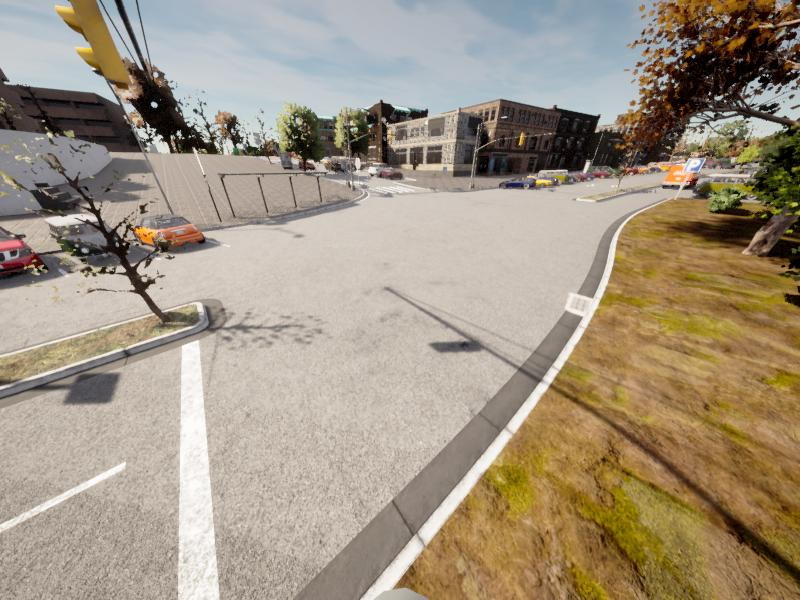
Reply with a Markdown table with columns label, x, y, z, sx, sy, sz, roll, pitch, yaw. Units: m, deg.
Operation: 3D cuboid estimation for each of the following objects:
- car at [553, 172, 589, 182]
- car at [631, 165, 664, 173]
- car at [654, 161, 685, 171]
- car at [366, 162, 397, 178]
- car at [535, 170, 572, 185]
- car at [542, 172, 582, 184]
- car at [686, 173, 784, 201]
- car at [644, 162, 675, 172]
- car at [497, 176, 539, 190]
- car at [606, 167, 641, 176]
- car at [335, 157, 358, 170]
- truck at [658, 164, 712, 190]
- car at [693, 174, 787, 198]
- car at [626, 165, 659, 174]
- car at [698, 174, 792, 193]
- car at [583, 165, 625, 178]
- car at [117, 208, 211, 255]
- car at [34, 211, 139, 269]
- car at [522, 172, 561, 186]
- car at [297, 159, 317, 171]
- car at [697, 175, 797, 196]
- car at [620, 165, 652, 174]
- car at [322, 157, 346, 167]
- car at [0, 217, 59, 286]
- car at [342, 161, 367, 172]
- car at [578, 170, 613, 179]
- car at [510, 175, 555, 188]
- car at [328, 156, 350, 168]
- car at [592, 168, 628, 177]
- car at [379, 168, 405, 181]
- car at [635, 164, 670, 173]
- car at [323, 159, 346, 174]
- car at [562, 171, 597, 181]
| label | x | y | z | sx | sy | sz | roll | pitch | yaw |
| --- | --- | --- | --- | --- | --- | --- | --- | --- | --- |
| car | 29.144 | -21.005 | 39.471 | 4.674 | 1.452 | 2.002 | 19 | 37 | 32 |
| car | 57.558 | -30.497 | 53.847 | 5.008 | 1.535 | 2.097 | 22 | 37 | 35 |
| car | 68.170 | -33.897 | 58.556 | 4.442 | 1.987 | 1.878 | 22 | 38 | 35 |
| car | -3.124 | -22.424 | 39.795 | 2.435 | 2.045 | 5.566 | 21 | 37 | 23 |
| car | 24.186 | -19.390 | 36.497 | 4.442 | 1.987 | 1.878 | 19 | 36 | 31 |
| car | 26.611 | -20.140 | 38.075 | 4.892 | 1.521 | 2.231 | 19 | 36 | 32 |
| car | 30.571 | -10.506 | 21.390 | 4.442 | 1.987 | 1.878 | 20 | 38 | 31 |
| car | 62.903 | -32.281 | 56.119 | 4.442 | 1.987 | 1.878 | 22 | 38 | 35 |
| car | 16.543 | -16.502 | 32.563 | 4.792 | 1.488 | 2.163 | 18 | 36 | 31 |
| car | 47.102 | -27.159 | 48.787 | 5.008 | 1.535 | 2.097 | 21 | 38 | 34 |
| car | -10.866 | -27.919 | 47.185 | 1.878 | 1.987 | 4.442 | 21 | 37 | 23 |
| truck | 35.924 | -15.601 | 29.141 | 5.204 | 2.467 | 2.627 | -20 | 35 | -27 |
| car | 33.092 | -11.306 | 22.797 | 4.553 | 1.767 | 2.185 | 20 | 37 | 31 |
| car | 54.944 | -29.664 | 52.587 | 4.892 | 1.521 | 2.231 | 22 | 38 | 35 |
| car | 37.900 | -13.039 | 25.682 | 5.366 | 1.575 | 1.946 | 21 | 38 | 31 |
| car | 39.365 | -24.796 | 44.732 | 5.566 | 2.045 | 2.435 | 20 | 37 | 33 |
| car | -13.789 | -4.164 | 13.541 | 4.553 | 1.767 | 2.185 | 15 | 35 | 27 |
| car | -16.054 | -3.211 | 11.856 | 4.442 | 1.987 | 1.878 | 15 | 34 | 27 |
| car | 21.562 | -18.424 | 35.211 | 4.553 | 1.767 | 2.185 | 19 | 36 | 31 |
| car | -16.824 | -24.353 | 41.672 | 1.851 | 1.617 | 3.988 | -23 | 42 | -34 |
| car | 35.730 | -12.037 | 24.127 | 5.366 | 1.575 | 1.946 | 21 | 37 | 31 |
| car | 52.328 | -28.939 | 51.258 | 4.553 | 1.767 | 2.185 | 21 | 38 | 34 |
| car | -14.577 | -30.665 | 51.280 | 1.946 | 1.575 | 5.366 | 21 | 37 | 23 |
| car | -18.453 | -2.226 | 10.271 | 5.566 | 2.045 | 2.435 | 15 | 34 | 27 |
| car | -8.914 | -26.385 | 45.522 | 2.231 | 1.521 | 4.892 | 21 | 37 | 23 |
| car | 36.781 | -23.674 | 43.552 | 4.674 | 1.452 | 2.002 | 20 | 37 | 33 |
| car | 19.246 | -17.332 | 33.735 | 5.366 | 1.575 | 1.946 | 18 | 36 | 31 |
| car | -12.791 | -29.317 | 49.059 | 1.878 | 1.987 | 4.442 | 21 | 37 | 23 |
| car | 41.921 | -25.455 | 46.197 | 5.008 | 1.535 | 2.097 | 20 | 37 | 33 |
| car | -1.231 | -20.775 | 38.067 | 2.002 | 1.452 | 4.674 | 21 | 37 | 23 |
| car | 60.044 | -31.365 | 55.174 | 5.366 | 1.575 | 1.946 | 22 | 38 | 35 |
| car | -11.747 | -23.992 | 41.356 | 1.932 | 1.855 | 4.605 | -23 | 42 | -34 |
| car | 31.680 | -21.906 | 40.851 | 4.674 | 1.452 | 2.002 | 19 | 36 | 32 |
